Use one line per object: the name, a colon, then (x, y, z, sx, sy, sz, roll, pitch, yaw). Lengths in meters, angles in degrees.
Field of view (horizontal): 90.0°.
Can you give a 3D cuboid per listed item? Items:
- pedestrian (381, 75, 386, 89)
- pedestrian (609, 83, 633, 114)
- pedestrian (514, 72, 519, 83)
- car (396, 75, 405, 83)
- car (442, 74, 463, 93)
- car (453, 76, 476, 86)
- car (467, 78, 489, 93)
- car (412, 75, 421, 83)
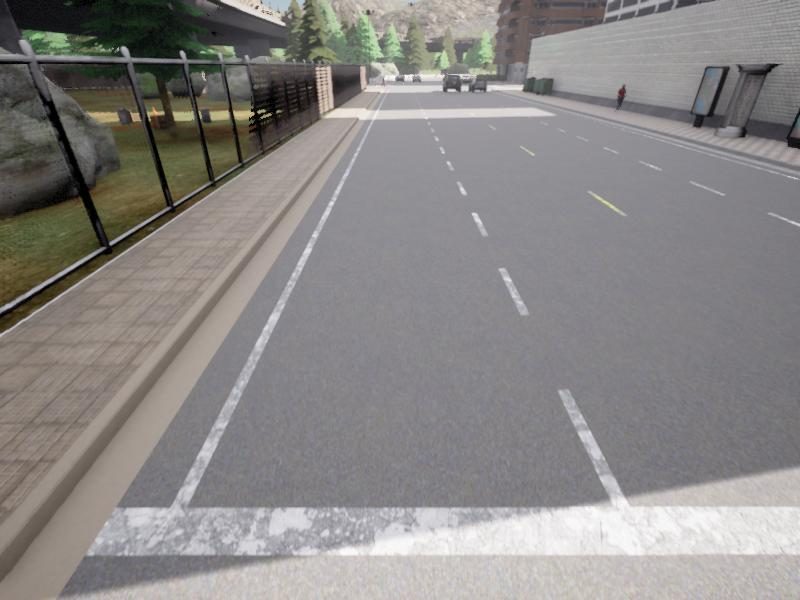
pedestrian: (-2.571, -33.729, 61.935, 0.751, 1.860, 0.751, -3, 30, -5)
pedestrian: (15.122, -13.812, 27.415, 0.751, 1.860, 0.751, 2, 30, 3)
pedestrian: (23.364, -44.721, 80.453, 0.751, 1.860, 0.751, 7, 31, 12)
car: (0.069, -47.506, 86.040, 1.895, 1.301, 4.718, 0, 30, 0)
car: (7.044, -29.390, 54.271, 2.150, 2.045, 5.566, 0, 30, 0)
car: (11.489, -39.290, 71.804, 3.705, 1.549, 1.789, 0, 30, 0)
car: (10.544, -29.179, 54.305, 2.033, 1.649, 4.856, 0, 30, 0)
car: (3.572, -47.379, 85.641, 1.816, 1.474, 4.193, 0, 30, 0)
